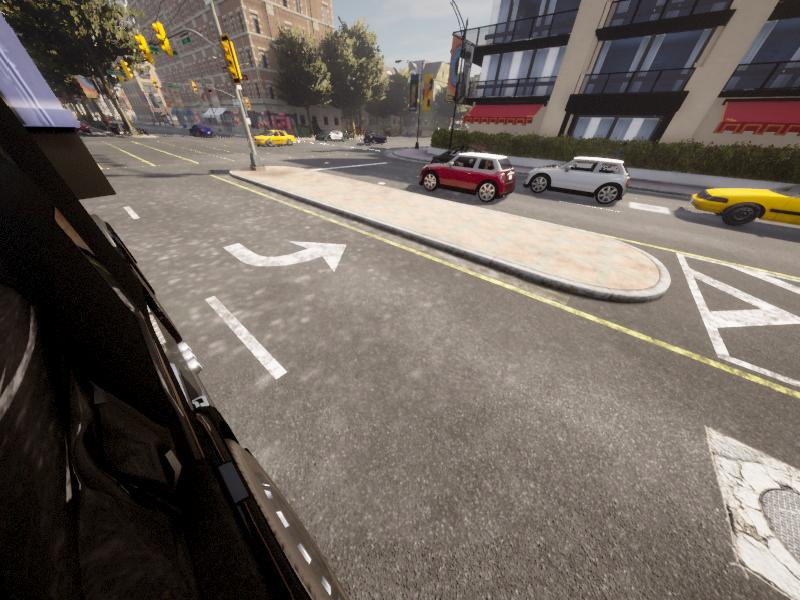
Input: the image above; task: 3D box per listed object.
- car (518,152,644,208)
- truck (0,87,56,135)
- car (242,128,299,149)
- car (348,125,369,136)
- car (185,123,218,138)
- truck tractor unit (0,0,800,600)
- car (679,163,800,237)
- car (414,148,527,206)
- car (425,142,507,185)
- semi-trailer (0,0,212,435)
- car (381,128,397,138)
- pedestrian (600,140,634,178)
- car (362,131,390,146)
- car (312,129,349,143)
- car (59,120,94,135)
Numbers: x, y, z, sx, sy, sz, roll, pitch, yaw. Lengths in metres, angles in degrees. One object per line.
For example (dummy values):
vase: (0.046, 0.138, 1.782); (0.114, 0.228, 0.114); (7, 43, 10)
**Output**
car: (7.679, -5.387, 10.092); (3.806, 1.475, 1.970); (28, 44, 30)
truck: (-42.461, -20.962, 25.777); (8.468, 3.827, 2.891); (28, 43, 29)
car: (-13.433, -17.164, 24.407); (1.801, 1.575, 5.366); (14, 38, 14)
car: (-10.981, -44.950, 61.298); (5.566, 2.045, 2.150); (27, 43, 29)
car: (-28.532, -24.372, 33.199); (4.674, 1.442, 1.812); (25, 42, 27)
truck tractor unit: (-2.645, -0.295, 0.351); (6.516, 4.208, 3.053); (28, 44, 30)
car: (12.687, -2.809, 6.878); (5.366, 1.575, 1.801); (28, 43, 29)
car: (2.758, -5.249, 9.597); (3.806, 1.475, 1.970); (28, 43, 29)
car: (3.489, -7.613, 12.738); (3.705, 1.549, 1.789); (28, 43, 29)
semi-trailer: (-9.457, -2.940, 3.286); (14.254, 4.402, 2.717); (19, 40, 20)
car: (-2.575, -39.959, 55.288); (1.905, 1.878, 3.866); (-24, 44, -31)
pedestrian: (13.078, -8.482, 13.952); (0.751, 1.860, 0.751); (27, 43, 29)
car: (-3.369, -22.778, 32.582); (1.845, 1.501, 3.633); (27, 43, 29)
car: (-10.310, -24.690, 34.698); (2.038, 1.542, 4.974); (30, 45, 32)
car: (-39.824, -21.264, 28.458); (4.718, 1.301, 1.895); (28, 43, 29)
